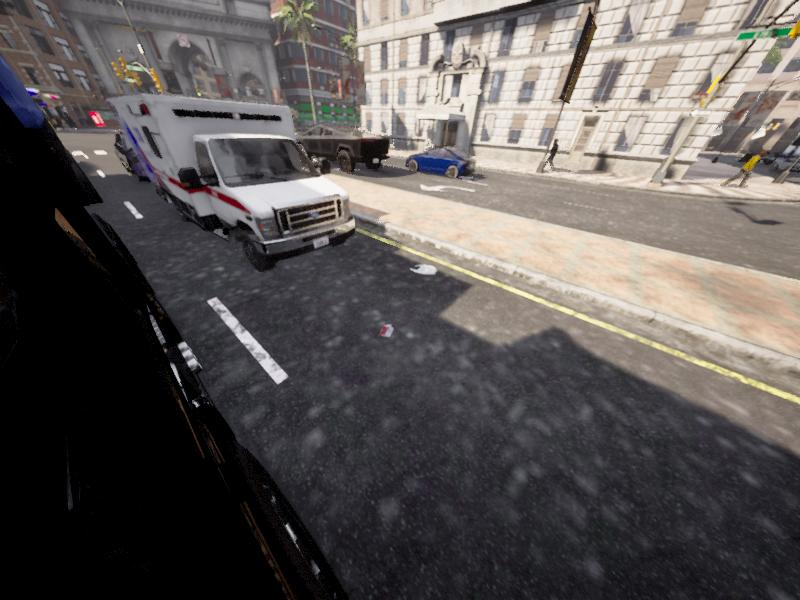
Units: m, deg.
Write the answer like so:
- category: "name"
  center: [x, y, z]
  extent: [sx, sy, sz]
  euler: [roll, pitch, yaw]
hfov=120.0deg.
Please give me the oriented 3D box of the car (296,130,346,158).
- category: "car"
  center: [-6.642, -13.136, 19.349]
  extent: [3.988, 1.617, 1.851]
  euler: [29, 44, 30]

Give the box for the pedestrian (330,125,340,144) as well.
- category: "pedestrian"
  center: [-7.897, -20.032, 27.932]
  extent: [0.751, 1.860, 0.751]
  euler: [4, 37, 2]

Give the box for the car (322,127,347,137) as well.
- category: "car"
  center: [-13.289, -34.308, 47.200]
  extent: [1.812, 1.442, 4.674]
  euler: [28, 44, 30]

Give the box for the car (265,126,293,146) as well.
- category: "car"
  center: [-13.510, -18.268, 25.694]
  extent: [2.033, 1.649, 4.856]
  euler: [-16, 40, -21]

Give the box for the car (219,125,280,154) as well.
- category: "car"
  center: [-12.747, -13.595, 19.537]
  extent: [5.027, 1.651, 2.152]
  euler: [27, 43, 29]

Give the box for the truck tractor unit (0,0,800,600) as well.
- category: "truck tractor unit"
  center: [-2.645, -0.295, 0.351]
  extent: [6.516, 4.208, 3.053]
  euler: [28, 44, 30]

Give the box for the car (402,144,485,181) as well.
- category: "car"
  center: [2.386, -8.162, 13.540]
  extent: [4.181, 1.385, 1.994]
  euler: [28, 44, 30]

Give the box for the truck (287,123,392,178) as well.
- category: "truck"
  center: [-3.628, -8.947, 13.573]
  extent: [6.274, 2.098, 2.390]
  euler: [28, 44, 30]

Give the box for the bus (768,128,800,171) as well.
- category: "bus"
  center: [48.637, -17.074, 26.107]
  extent: [3.944, 4.253, 10.273]
  euler: [28, 43, 30]

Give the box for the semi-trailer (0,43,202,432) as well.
- category: "semi-trailer"
  center: [-8.693, -3.621, 4.215]
  extent: [14.254, 4.402, 2.717]
  euler: [28, 44, 30]

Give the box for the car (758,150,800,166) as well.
- category: "car"
  center: [56.174, -21.160, 34.338]
  extent: [2.007, 1.525, 4.514]
  euler: [28, 44, 30]

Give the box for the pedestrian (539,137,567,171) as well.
- category: "pedestrian"
  center: [10.298, -9.848, 15.611]
  extent: [0.751, 1.860, 0.751]
  euler: [-24, 44, -31]

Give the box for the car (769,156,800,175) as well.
- category: "car"
  center: [40.196, -13.539, 23.296]
  extent: [1.895, 1.301, 4.718]
  euler: [28, 44, 30]

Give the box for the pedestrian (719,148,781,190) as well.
- category: "pedestrian"
  center: [18.796, -7.062, 12.477]
  extent: [0.751, 1.860, 0.751]
  euler: [17, 39, 19]

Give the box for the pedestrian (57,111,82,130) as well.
- category: "pedestrian"
  center: [-41.217, -22.415, 28.860]
  extent: [0.751, 1.860, 0.751]
  euler: [-11, 39, -17]

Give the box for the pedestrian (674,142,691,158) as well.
- category: "pedestrian"
  center: [40.588, -21.552, 33.217]
  extent: [0.751, 1.860, 0.751]
  euler: [32, 46, 33]

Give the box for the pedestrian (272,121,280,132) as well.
- category: "pedestrian"
  center: [-26.286, -36.853, 49.085]
  extent: [0.751, 1.860, 0.751]
  euler: [15, 39, 16]

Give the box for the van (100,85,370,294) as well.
- category: "van"
  center: [-3.796, -2.892, 5.232]
  extent: [6.366, 2.431, 2.351]
  euler: [28, 44, 30]

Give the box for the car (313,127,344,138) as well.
- category: "car"
  center: [-13.195, -31.160, 42.963]
  extent: [2.128, 1.511, 4.902]
  euler: [28, 44, 30]

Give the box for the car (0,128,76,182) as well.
- category: "car"
  center: [-16.171, -6.363, 9.880]
  extent: [5.357, 1.411, 2.033]
  euler: [28, 44, 30]

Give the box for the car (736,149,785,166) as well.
- category: "car"
  center: [48.626, -19.360, 31.298]
  extent: [2.242, 1.667, 4.611]
  euler: [29, 44, 30]

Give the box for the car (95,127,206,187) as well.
- category: "car"
  center: [-10.811, -6.339, 10.008]
  extent: [4.856, 1.649, 2.033]
  euler: [28, 44, 30]
